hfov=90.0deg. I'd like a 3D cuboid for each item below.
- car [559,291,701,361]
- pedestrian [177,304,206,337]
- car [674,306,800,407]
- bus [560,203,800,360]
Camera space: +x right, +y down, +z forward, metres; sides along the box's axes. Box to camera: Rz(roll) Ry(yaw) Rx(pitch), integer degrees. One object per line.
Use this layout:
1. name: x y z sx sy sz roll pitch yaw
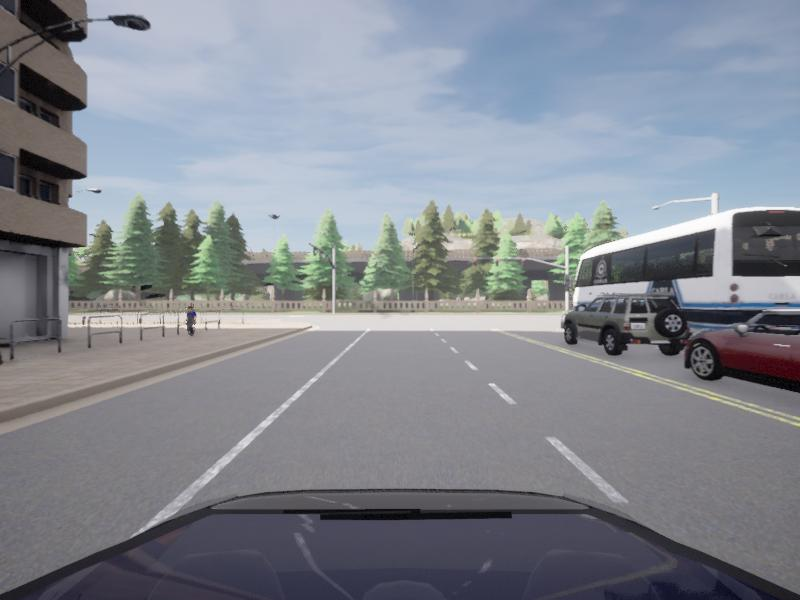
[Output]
1. car: 7.006 0.689 12.908 1.932 1.855 4.605 0 0 0
2. pedestrian: -8.307 0.813 15.981 0.751 1.300 0.751 0 0 1
3. car: 7.001 0.874 6.889 1.970 1.475 3.806 0 0 0
4. bus: 10.386 -0.490 15.952 3.944 4.253 10.273 0 0 0
